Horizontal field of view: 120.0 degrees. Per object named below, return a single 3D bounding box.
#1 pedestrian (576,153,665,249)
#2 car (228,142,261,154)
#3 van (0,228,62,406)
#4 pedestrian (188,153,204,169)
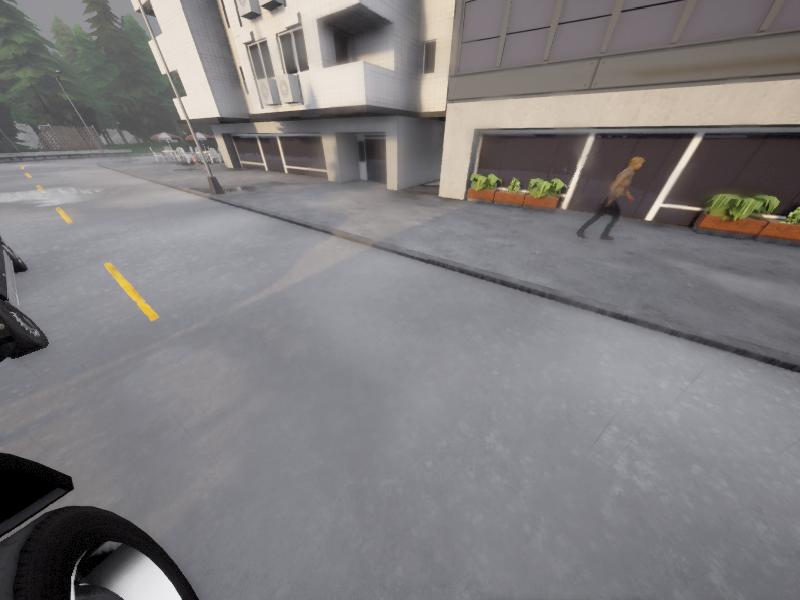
[{"bbox_3d":[4.968,-2.277,5.345,0.751,1.860,0.751,25,42,31],"label":"pedestrian"},{"bbox_3d":[-24.620,-24.076,36.595,1.845,1.501,3.633,22,40,27],"label":"car"},{"bbox_3d":[-6.846,-0.658,2.608,5.915,2.561,1.988,22,40,28],"label":"van"},{"bbox_3d":[-16.172,-11.031,18.328,0.500,1.100,0.500,24,41,29],"label":"pedestrian"}]
